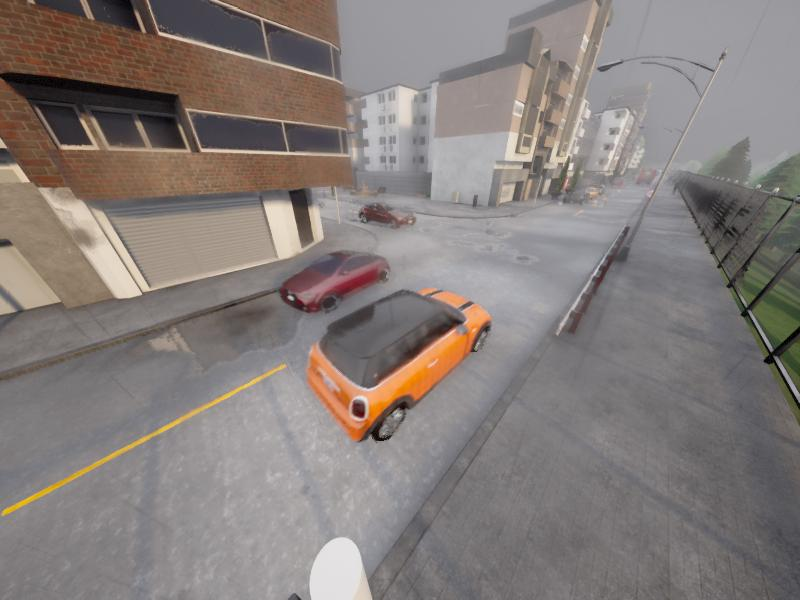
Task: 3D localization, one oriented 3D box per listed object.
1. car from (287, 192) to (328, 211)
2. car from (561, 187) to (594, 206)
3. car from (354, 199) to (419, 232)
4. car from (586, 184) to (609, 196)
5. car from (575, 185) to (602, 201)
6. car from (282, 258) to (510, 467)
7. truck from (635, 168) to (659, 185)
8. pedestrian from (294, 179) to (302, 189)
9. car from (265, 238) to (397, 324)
[{"bbox_3d":[-10.696,-11.378,26.528,5.357,1.411,2.033,27,39,38],"label":"car"},{"bbox_3d":[22.786,-13.386,29.605,4.553,1.767,2.097,-27,39,-38],"label":"car"},{"bbox_3d":[-1.149,-6.933,18.602,5.027,1.651,2.152,23,37,34],"label":"car"},{"bbox_3d":[32.706,-18.205,38.270,1.970,1.475,3.806,27,39,38],"label":"car"},{"bbox_3d":[27.818,-15.809,34.016,5.366,1.575,1.801,-27,39,-38],"label":"car"},{"bbox_3d":[0.282,0.684,5.233,2.097,1.767,4.553,27,39,38],"label":"car"},{"bbox_3d":[66.329,-33.203,61.891,8.468,3.827,2.891,-27,39,-38],"label":"truck"},{"bbox_3d":[-20.820,-23.671,47.096,0.751,1.860,0.751,25,39,37],"label":"pedestrian"},{"bbox_3d":[-2.219,-1.006,8.588,1.994,1.385,4.181,22,36,32],"label":"car"}]
